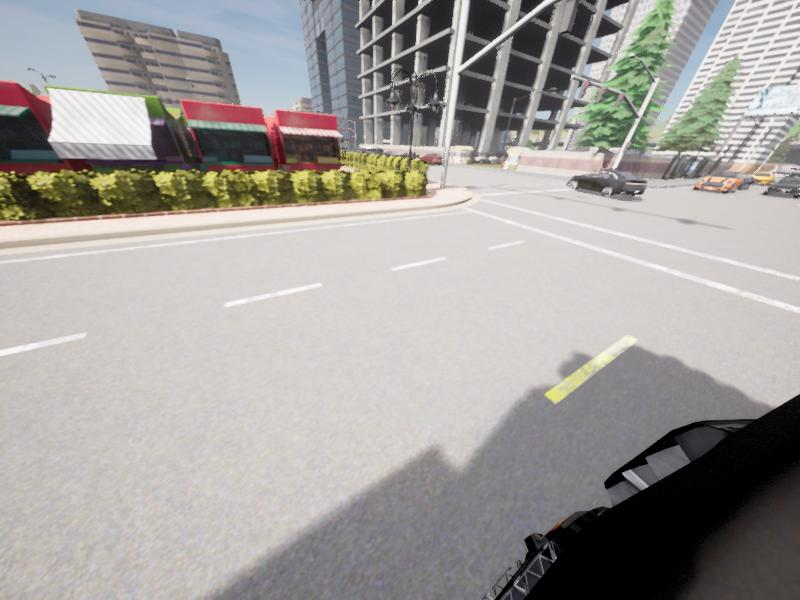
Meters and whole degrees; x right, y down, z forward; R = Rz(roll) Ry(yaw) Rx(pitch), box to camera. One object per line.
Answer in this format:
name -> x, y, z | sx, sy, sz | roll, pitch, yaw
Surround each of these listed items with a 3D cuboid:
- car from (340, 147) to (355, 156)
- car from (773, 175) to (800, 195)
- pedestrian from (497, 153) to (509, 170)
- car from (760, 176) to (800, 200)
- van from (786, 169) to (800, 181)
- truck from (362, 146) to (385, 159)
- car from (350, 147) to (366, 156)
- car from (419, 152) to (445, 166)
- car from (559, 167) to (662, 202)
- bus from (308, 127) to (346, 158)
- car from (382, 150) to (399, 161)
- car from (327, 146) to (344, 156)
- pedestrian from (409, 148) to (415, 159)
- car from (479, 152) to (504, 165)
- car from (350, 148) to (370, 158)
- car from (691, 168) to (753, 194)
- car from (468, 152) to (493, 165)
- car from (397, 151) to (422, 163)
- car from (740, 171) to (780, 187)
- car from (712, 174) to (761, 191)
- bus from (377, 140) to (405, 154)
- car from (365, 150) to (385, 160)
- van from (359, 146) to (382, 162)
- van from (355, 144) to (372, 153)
car -> -12.330, -34.633, 53.927 | 2.007, 1.525, 4.514 | -16, 38, -26
car -> 40.398, -11.692, 23.411 | 4.892, 1.490, 1.837 | -16, 38, -26
pedestrian -> 13.835, -18.616, 31.089 | 0.751, 1.860, 0.751 | -11, 36, -20
car -> 34.167, -9.918, 20.249 | 4.892, 1.490, 1.837 | -16, 38, -26
van -> 80.192, -24.276, 45.050 | 1.775, 1.987, 4.442 | -16, 38, -26
truck -> -5.797, -32.334, 50.433 | 2.390, 2.098, 6.274 | -16, 38, -26
car -> -10.381, -36.591, 56.934 | 1.930, 1.638, 5.238 | -16, 38, -26
car -> 4.896, -21.726, 35.656 | 1.851, 1.617, 3.988 | -16, 38, -26
car -> 13.944, -8.049, 15.833 | 2.128, 1.511, 4.902 | -3, 34, -9
bus -> -14.284, -30.239, 44.680 | 3.944, 4.253, 10.273 | -16, 37, -26
car -> -1.877, -28.286, 45.106 | 1.789, 1.549, 3.705 | -16, 38, -26
car -> -14.152, -32.647, 50.696 | 2.152, 1.651, 5.027 | -16, 38, -26
pedestrian -> 2.507, -30.518, 48.223 | 0.751, 1.860, 0.751 | -16, 38, -26
car -> 17.499, -27.120, 44.282 | 1.905, 1.878, 3.866 | -16, 38, -26
car -> -8.417, -30.869, 48.448 | 2.152, 1.651, 5.027 | -16, 38, -26
car -> 29.400, -10.918, 21.123 | 4.553, 1.767, 2.097 | -16, 38, -26
car -> 14.958, -26.394, 42.989 | 1.905, 1.878, 3.866 | -16, 38, -26
car -> 1.545, -24.946, 40.331 | 1.882, 1.535, 5.008 | -16, 38, -26
car -> 46.811, -15.765, 30.023 | 5.008, 1.535, 1.882 | -16, 38, -26
car -> 35.444, -12.433, 24.330 | 4.718, 1.301, 1.895 | -16, 38, -26
bus -> -3.510, -60.345, 91.111 | 10.273, 4.253, 3.944 | -16, 38, -26
car -> -4.762, -27.206, 43.419 | 1.994, 1.385, 4.181 | -16, 38, -26
van -> -4.859, -23.793, 37.639 | 2.069, 2.038, 4.480 | -16, 38, -26
van -> -13.705, -56.806, 86.498 | 5.915, 2.561, 1.988 | -16, 38, -26
